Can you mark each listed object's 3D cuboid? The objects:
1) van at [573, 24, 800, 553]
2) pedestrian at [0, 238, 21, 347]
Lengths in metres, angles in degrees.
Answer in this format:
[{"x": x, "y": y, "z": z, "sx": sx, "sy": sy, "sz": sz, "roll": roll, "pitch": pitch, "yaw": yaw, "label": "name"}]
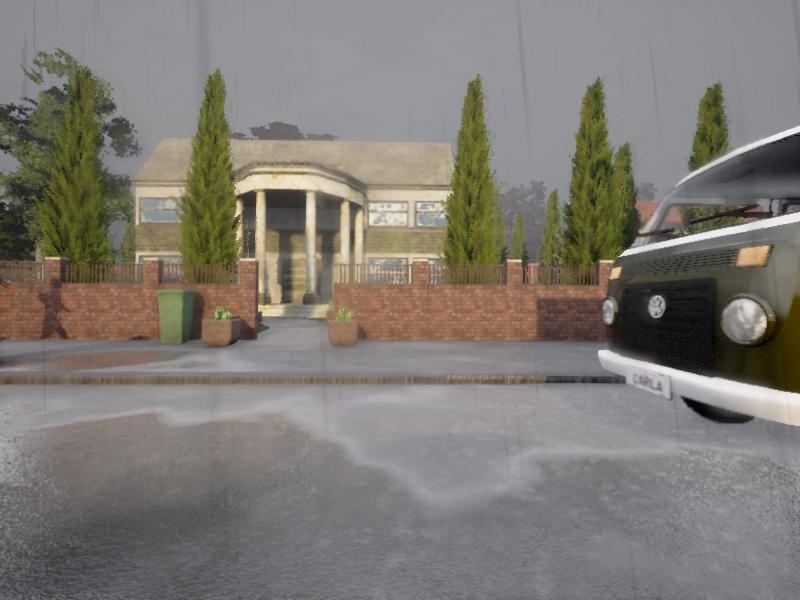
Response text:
[{"x": 3.780, "y": -0.023, "z": 2.490, "sx": 4.480, "sy": 2.038, "sz": 2.069, "roll": 1, "pitch": 0, "yaw": 0, "label": "van"}, {"x": -7.223, "y": -0.126, "z": 6.846, "sx": 0.751, "sy": 1.860, "sz": 0.751, "roll": 0, "pitch": 0, "yaw": -3, "label": "pedestrian"}]
